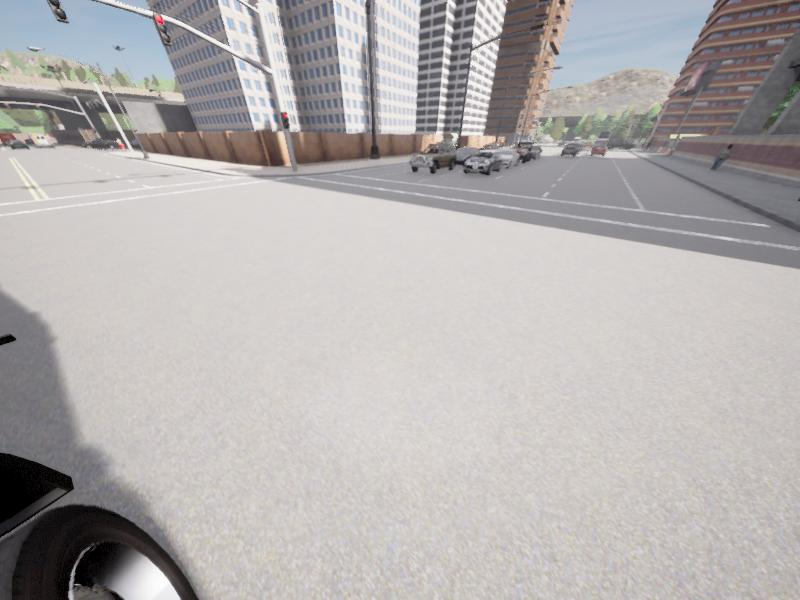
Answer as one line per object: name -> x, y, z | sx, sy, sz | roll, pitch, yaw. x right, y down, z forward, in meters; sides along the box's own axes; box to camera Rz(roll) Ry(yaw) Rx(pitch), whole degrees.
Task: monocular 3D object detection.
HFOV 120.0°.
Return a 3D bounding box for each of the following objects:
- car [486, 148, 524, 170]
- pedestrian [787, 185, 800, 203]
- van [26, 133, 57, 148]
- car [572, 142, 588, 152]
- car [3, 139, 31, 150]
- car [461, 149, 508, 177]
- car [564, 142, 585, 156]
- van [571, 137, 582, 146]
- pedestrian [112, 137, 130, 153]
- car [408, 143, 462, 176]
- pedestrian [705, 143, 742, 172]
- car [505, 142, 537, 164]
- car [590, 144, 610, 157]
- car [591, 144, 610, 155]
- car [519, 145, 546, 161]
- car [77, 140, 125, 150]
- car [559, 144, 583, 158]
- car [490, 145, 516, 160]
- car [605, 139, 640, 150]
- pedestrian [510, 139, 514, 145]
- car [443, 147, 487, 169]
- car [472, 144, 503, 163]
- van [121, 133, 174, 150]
car -> 9.694, -13.016, 21.194 | 1.812, 1.442, 4.674 | 23, 41, 28
pedestrian -> 16.631, -4.780, 8.919 | 0.751, 1.860, 0.751 | 25, 42, 31
van -> -75.877, -33.706, 48.853 | 6.366, 2.431, 2.351 | 22, 41, 28
car -> 38.124, -32.413, 48.905 | 2.007, 1.525, 4.514 | 23, 41, 28
car -> -71.716, -29.201, 43.239 | 4.974, 1.542, 2.038 | 22, 41, 28
car -> 6.387, -10.359, 17.367 | 1.970, 1.475, 3.806 | 23, 41, 28
car -> 29.304, -25.376, 38.738 | 2.033, 1.649, 4.856 | 23, 41, 28
van -> 60.984, -54.704, 79.776 | 1.988, 2.561, 5.915 | 23, 41, 28
pedestrian -> -40.418, -22.506, 33.505 | 0.751, 1.860, 0.751 | 21, 40, 26
car -> 2.779, -11.069, 17.991 | 1.932, 1.855, 4.605 | 24, 42, 30
pedestrian -> 24.924, -11.015, 17.833 | 0.751, 1.860, 0.751 | 24, 42, 30
car -> 13.224, -16.036, 25.118 | 1.905, 1.878, 3.866 | 22, 41, 28
car -> 30.276, -22.653, 34.950 | 1.789, 1.549, 3.705 | 23, 41, 28
car -> 33.630, -25.317, 38.825 | 1.970, 1.475, 3.806 | 22, 41, 28
car -> 16.936, -18.856, 29.495 | 1.837, 1.490, 4.892 | 23, 41, 28
car -> -54.181, -28.213, 41.984 | 4.892, 1.490, 1.837 | -18, 39, -24
car -> 25.382, -22.177, 34.267 | 2.128, 1.511, 4.902 | 23, 41, 28
car -> 13.652, -19.682, 30.652 | 1.816, 1.474, 4.193 | 23, 41, 28
car -> 53.376, -37.417, 55.673 | 5.566, 2.045, 2.150 | 22, 41, 28
pedestrian -> 39.001, -55.153, 80.526 | 0.751, 1.860, 0.751 | 22, 41, 28
car -> 6.319, -13.791, 22.227 | 2.163, 1.488, 4.792 | 23, 41, 28
car -> 10.060, -16.854, 26.495 | 1.851, 1.617, 3.988 | 23, 41, 28
van -> -47.558, -30.041, 43.703 | 1.988, 2.561, 5.915 | 22, 41, 28
